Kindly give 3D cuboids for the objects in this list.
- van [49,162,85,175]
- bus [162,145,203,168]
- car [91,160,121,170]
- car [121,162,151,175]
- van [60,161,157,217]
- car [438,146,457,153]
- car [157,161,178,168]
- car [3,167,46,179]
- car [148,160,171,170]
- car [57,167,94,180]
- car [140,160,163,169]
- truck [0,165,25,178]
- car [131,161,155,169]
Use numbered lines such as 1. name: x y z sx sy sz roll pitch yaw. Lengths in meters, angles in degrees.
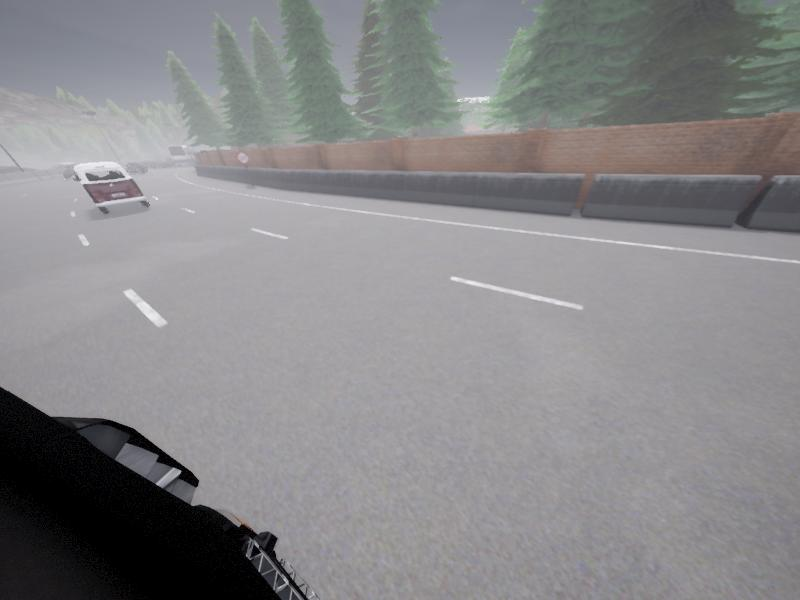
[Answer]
1. van: -71.336 -28.340 49.626 2.069 2.038 4.480 -17 36 -19
2. bus: -53.136 -35.512 56.996 3.944 4.253 10.273 -17 37 -20
3. car: -76.896 -35.346 60.481 2.150 2.045 5.566 -14 35 -16
4. car: -43.458 -21.782 38.153 2.033 1.649 4.856 -23 39 -27
5. van: -14.899 -5.843 11.883 4.480 2.038 2.069 22 42 33
6. car: 12.084 -38.198 58.652 1.812 1.442 4.674 -26 40 -31
7. car: -55.236 -32.274 54.973 1.895 1.301 4.718 -14 36 -17
8. car: -72.051 -24.559 44.496 2.038 1.542 4.974 -17 36 -21
9. car: -52.642 -29.723 50.682 2.152 1.651 5.027 -19 37 -22
10. car: -49.611 -19.519 35.462 1.994 1.385 4.181 -23 39 -27
11. car: -59.035 -32.340 55.054 2.033 1.649 4.856 -17 36 -20
12. truck: -81.212 -25.989 46.789 2.390 2.098 6.274 -16 36 -19
13. car: -64.530 -33.947 58.064 2.033 1.411 5.357 -15 36 -17
